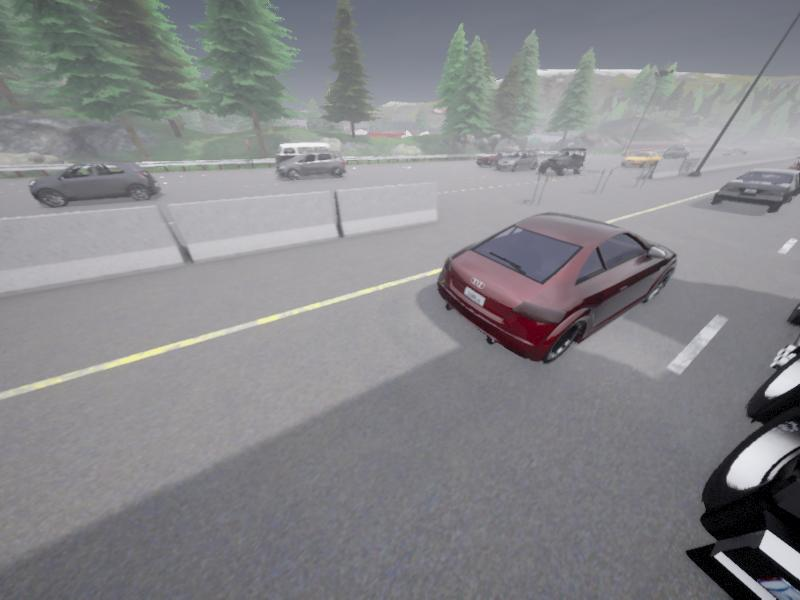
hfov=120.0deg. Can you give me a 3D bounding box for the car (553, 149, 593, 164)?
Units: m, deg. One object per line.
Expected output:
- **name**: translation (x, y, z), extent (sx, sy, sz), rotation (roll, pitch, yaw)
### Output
- **car**: translation (22.273, -18.553, 29.741), extent (4.674, 1.442, 1.812), rotation (-18, 39, -24)

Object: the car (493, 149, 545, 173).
- **car**: translation (10.677, -12.554, 20.824), extent (3.988, 1.617, 1.851), rotation (-18, 39, -24)

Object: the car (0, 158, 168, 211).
- **car**: translation (-12.676, -4.946, 9.665), extent (3.633, 1.501, 1.845), rotation (-18, 39, -24)

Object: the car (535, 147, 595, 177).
- **car**: translation (13.307, -11.216, 18.678), extent (3.866, 1.878, 1.905), rotation (-18, 39, -24)

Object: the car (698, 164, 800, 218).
- **car**: translation (15.825, -4.911, 10.061), extent (5.357, 1.411, 2.033), rotation (-18, 39, -24)

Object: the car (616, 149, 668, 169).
- **car**: translation (26.084, -15.235, 24.885), extent (5.366, 1.575, 1.801), rotation (-18, 39, -24)

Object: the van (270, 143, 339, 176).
- **van**: translation (-7.555, -11.429, 18.609), extent (4.480, 2.038, 2.069), rotation (-18, 39, -24)

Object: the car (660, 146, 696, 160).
- **car**: translation (44.534, -23.614, 36.978), extent (4.553, 1.767, 2.097), rotation (-18, 39, -24)

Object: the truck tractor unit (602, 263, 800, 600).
- **truck tractor unit**: translation (5.116, -0.292, 0.790), extent (6.516, 4.208, 3.053), rotation (-18, 39, -24)

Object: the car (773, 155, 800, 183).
- **car**: translation (30.354, -9.677, 16.984), extent (4.974, 1.542, 2.038), rotation (-19, 39, -24)

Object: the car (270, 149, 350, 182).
- **car**: translation (-6.142, -9.428, 16.071), extent (4.611, 1.667, 2.242), rotation (-18, 39, -24)

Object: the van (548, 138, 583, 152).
- **van**: translation (37.978, -35.689, 53.262), extent (1.988, 2.561, 5.915), rotation (-18, 39, -25)

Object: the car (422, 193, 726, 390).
- **car**: translation (2.689, -0.640, 3.781), extent (4.181, 1.385, 1.994), rotation (-18, 39, -24)

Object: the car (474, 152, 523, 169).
- **car**: translation (10.211, -14.580, 24.009), extent (4.718, 1.301, 1.895), rotation (-18, 39, -24)

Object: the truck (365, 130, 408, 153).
- **truck**: translation (-2.692, -33.713, 49.193), extent (8.468, 3.827, 2.891), rotation (-15, 38, -21)
